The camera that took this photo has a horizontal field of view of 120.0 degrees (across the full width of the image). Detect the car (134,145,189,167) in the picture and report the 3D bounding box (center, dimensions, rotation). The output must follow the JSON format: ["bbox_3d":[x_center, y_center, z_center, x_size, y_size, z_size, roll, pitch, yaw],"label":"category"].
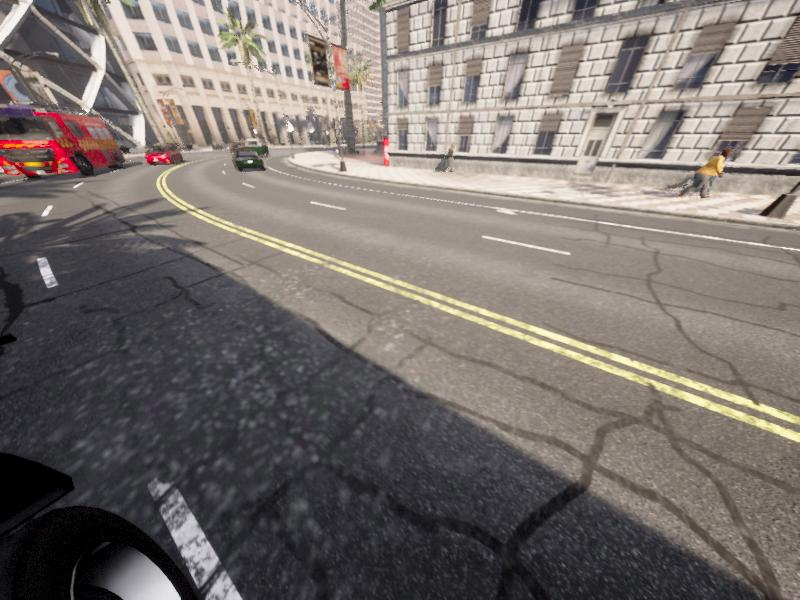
[{"bbox_3d":[-22.541,-13.868,22.074,2.007,1.525,4.514,-13,37,-18],"label":"car"}]

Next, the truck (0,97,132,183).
[{"bbox_3d":[-22.928,-10.758,15.663,2.891,3.827,8.468,-17,39,-23],"label":"truck"}]

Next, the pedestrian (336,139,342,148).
[{"bbox_3d":[-14.660,-37.501,55.333,0.751,1.860,0.751,22,40,27],"label":"pedestrian"}]

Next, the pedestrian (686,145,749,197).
[{"bbox_3d":[13.677,-5.602,10.048,0.751,1.860,0.751,27,43,32],"label":"pedestrian"}]

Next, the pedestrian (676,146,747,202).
[{"bbox_3d":[12.280,-5.016,9.205,0.751,1.860,0.751,21,40,26],"label":"pedestrian"}]

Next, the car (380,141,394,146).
[{"bbox_3d":[-4.002,-48.284,71.240,1.895,1.301,4.718,21,40,27],"label":"car"}]

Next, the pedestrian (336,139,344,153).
[{"bbox_3d":[-9.161,-23.632,35.438,0.751,1.860,0.751,9,36,12],"label":"pedestrian"}]

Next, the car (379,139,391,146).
[{"bbox_3d":[-4.943,-51.357,75.101,1.905,1.878,3.866,21,40,27],"label":"car"}]

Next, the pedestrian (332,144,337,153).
[{"bbox_3d":[-10.292,-23.619,36.069,0.500,1.100,0.500,1,35,0],"label":"pedestrian"}]

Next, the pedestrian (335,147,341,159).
[{"bbox_3d":[-7.221,-17.158,26.929,0.500,1.100,0.500,-16,38,-22],"label":"pedestrian"}]

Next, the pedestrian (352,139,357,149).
[{"bbox_3d":[-10.707,-36.645,54.151,0.751,1.860,0.751,19,39,24],"label":"pedestrian"}]

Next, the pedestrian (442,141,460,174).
[{"bbox_3d":[3.485,-9.768,15.874,0.751,1.860,0.751,22,40,27],"label":"pedestrian"}]

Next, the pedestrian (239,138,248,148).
[{"bbox_3d":[-33.774,-33.959,49.886,0.751,1.860,0.751,9,36,11],"label":"pedestrian"}]

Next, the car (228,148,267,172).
[{"bbox_3d":[-12.809,-11.804,19.362,1.994,1.385,4.181,-21,40,-27],"label":"car"}]

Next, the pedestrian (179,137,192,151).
[{"bbox_3d":[-37.107,-27.025,40.022,0.751,1.860,0.751,9,36,12],"label":"pedestrian"}]

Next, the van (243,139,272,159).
[{"bbox_3d":[-18.348,-19.728,30.021,1.775,1.987,4.442,-7,36,-11],"label":"van"}]

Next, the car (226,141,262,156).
[{"bbox_3d":[-22.379,-21.880,33.359,2.152,1.651,5.027,-3,35,-4],"label":"car"}]
